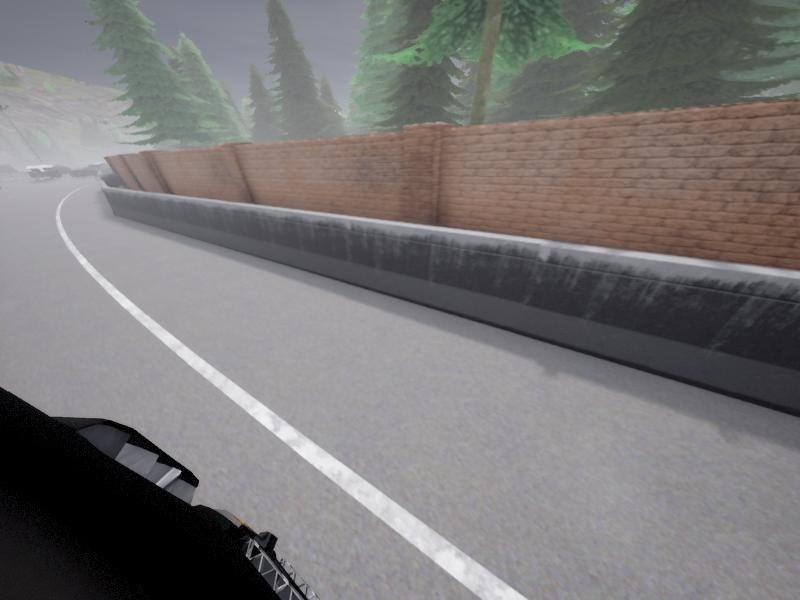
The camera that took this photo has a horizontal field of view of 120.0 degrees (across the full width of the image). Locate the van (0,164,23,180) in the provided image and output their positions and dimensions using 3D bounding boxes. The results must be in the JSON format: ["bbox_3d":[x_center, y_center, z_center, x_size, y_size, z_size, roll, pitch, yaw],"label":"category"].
[{"bbox_3d":[-83.345,-26.624,47.987,1.988,2.561,5.915,-17,36,-20],"label":"van"}]

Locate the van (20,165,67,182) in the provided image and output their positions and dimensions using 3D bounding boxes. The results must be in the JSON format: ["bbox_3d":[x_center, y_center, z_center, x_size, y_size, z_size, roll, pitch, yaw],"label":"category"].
[{"bbox_3d":[-56.188,-20.058,36.539,2.069,2.038,4.480,-21,38,-26],"label":"van"}]

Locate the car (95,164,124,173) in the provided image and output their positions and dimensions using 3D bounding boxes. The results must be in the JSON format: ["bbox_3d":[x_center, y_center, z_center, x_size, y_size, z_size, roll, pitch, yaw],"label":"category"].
[{"bbox_3d":[-67.128,-30.390,53.433,2.128,1.511,4.902,-16,36,-18],"label":"car"}]

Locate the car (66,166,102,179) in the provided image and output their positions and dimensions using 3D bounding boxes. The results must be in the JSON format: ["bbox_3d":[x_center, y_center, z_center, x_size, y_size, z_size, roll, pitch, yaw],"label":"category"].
[{"bbox_3d":[-54.801,-22.297,40.247,1.882,1.535,5.008,-20,37,-24],"label":"car"}]

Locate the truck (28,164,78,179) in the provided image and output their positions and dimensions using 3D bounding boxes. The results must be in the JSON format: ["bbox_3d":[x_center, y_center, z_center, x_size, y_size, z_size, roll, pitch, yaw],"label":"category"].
[{"bbox_3d":[-65.308,-24.418,43.724,2.390,2.098,6.274,-18,36,-21],"label":"truck"}]

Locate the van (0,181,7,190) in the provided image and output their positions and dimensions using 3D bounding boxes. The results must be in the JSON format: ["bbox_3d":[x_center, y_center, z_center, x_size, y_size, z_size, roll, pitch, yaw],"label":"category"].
[{"bbox_3d":[-45.481,-12.677,24.176,1.988,2.561,5.915,-27,41,-31],"label":"van"}]

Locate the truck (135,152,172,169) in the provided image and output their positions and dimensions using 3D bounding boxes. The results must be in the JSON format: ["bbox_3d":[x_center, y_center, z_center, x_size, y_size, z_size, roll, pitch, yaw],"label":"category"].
[{"bbox_3d":[-69.484,-39.692,65.430,2.891,3.827,8.468,-12,35,-14],"label":"truck"}]

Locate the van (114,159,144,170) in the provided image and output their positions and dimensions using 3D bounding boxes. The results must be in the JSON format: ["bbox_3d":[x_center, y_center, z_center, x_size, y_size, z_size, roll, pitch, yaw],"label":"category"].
[{"bbox_3d":[-76.601,-38.464,65.391,2.351,2.431,6.366,-12,35,-14],"label":"van"}]
